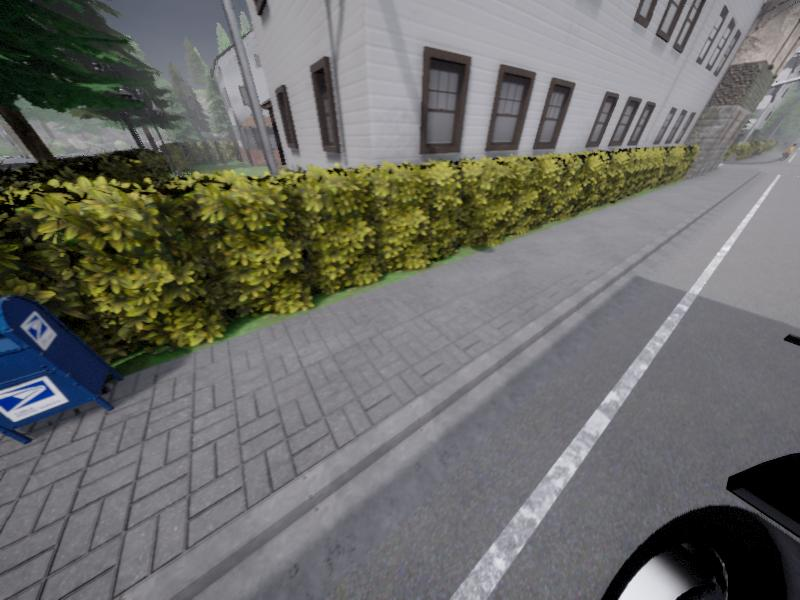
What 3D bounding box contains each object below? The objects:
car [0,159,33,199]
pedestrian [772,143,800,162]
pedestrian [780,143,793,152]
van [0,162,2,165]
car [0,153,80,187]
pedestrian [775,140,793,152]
[{"bbox_3d":[-20.795,-5.609,10.941,1.882,1.535,5.008,-22,40,-28],"label":"car"},{"bbox_3d":[43.747,-16.653,26.081,0.751,1.860,0.751,-8,36,-11],"label":"pedestrian"},{"bbox_3d":[73.226,-28.874,43.770,0.751,1.300,0.751,-19,39,-25],"label":"pedestrian"},{"bbox_3d":[-45.942,-14.844,23.708,4.442,1.987,1.775,-21,40,-27],"label":"van"},{"bbox_3d":[-24.983,-9.097,15.921,1.882,1.535,5.008,-22,40,-28],"label":"car"},{"bbox_3d":[73.331,-29.452,44.107,0.751,1.860,0.751,15,38,21],"label":"pedestrian"}]
